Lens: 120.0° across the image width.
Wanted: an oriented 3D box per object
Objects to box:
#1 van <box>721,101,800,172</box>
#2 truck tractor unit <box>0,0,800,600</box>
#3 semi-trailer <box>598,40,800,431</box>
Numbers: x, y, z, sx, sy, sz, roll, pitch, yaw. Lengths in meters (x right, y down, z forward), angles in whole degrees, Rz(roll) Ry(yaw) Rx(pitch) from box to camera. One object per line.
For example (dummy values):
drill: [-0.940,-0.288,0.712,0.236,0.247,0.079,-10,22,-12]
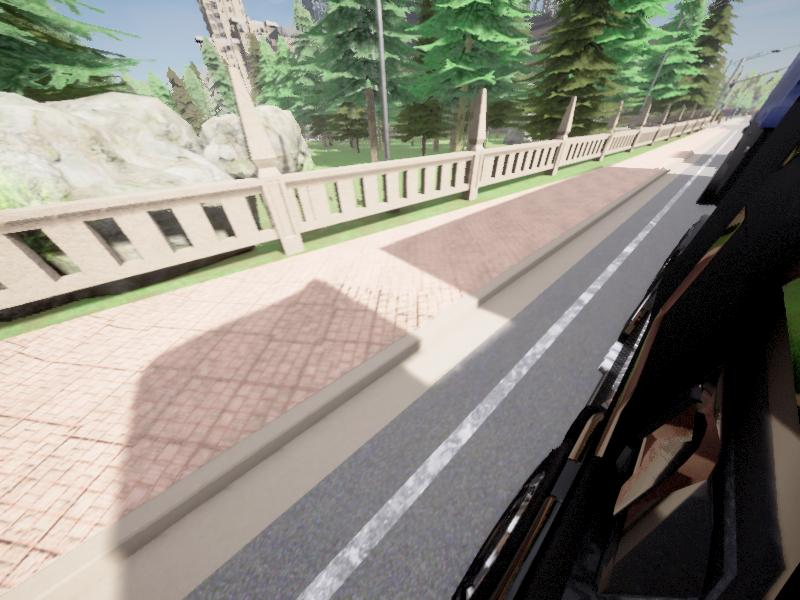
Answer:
van: [18.870,-8.230,11.432,6.366,2.431,2.351,-28,44,-30]
truck tractor unit: [2.645,-0.295,0.351,6.516,4.208,3.053,-28,44,-30]
semi-trailer: [8.694,-3.606,4.235,14.254,4.402,2.717,-28,44,-30]
